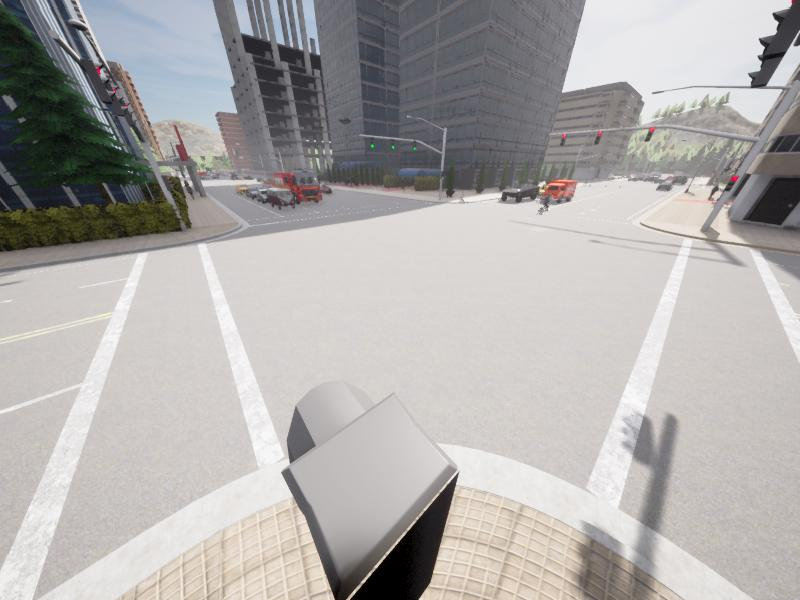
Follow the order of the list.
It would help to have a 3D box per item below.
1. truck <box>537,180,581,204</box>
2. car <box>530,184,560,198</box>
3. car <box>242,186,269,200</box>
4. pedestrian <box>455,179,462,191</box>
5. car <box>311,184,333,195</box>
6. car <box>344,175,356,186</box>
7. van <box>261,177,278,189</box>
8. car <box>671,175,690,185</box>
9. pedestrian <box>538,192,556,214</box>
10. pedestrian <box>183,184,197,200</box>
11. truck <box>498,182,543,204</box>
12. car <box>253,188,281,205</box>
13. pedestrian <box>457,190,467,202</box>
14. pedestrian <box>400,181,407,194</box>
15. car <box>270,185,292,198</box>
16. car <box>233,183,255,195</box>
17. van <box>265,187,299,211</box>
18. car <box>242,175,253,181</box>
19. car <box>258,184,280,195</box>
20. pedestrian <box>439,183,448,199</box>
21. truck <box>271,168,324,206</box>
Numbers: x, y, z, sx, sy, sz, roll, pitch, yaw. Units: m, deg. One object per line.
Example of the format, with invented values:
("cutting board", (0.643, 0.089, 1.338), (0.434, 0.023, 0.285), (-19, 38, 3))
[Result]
("truck", (20.639, -14.160, 30.062), (5.204, 2.467, 2.627), (-23, 37, -34))
("car", (22.172, -16.671, 35.301), (5.366, 1.575, 1.801), (-22, 37, -33))
("car", (-21.288, -15.726, 33.851), (2.033, 1.411, 5.357), (-23, 37, -34))
("pedestrian", (10.474, -20.640, 41.521), (0.751, 1.860, 0.751), (-5, 30, -9))
("car", (-13.535, -19.262, 40.000), (1.994, 1.385, 4.181), (-23, 37, -34))
("car", (-11.925, -28.857, 55.608), (2.390, 2.098, 6.274), (-5, 30, -9))
("van", (-28.388, -25.547, 50.269), (1.775, 1.987, 4.442), (-23, 37, -34))
("car", (73.879, -31.693, 60.861), (5.566, 2.045, 2.150), (-23, 37, -34))
("pedestrian", (14.317, -9.494, 22.541), (0.751, 1.860, 0.751), (-22, 37, -33))
("pedestrian", (-28.057, -14.505, 30.915), (0.751, 1.860, 0.751), (-23, 37, -34))
("truck", (16.129, -14.403, 30.853), (6.274, 2.098, 2.390), (-22, 37, -33))
("car", (-17.092, -13.309, 29.581), (1.970, 1.475, 3.806), (-23, 37, -34))
("pedestrian", (7.761, -12.975, 28.826), (0.751, 1.300, 0.751), (-25, 38, -36))
("pedestrian", (0.516, -18.171, 37.265), (0.751, 1.860, 0.751), (-24, 38, -36))
("car", (-18.233, -16.693, 35.389), (1.845, 1.501, 3.633), (-23, 37, -34))
("car", (-26.297, -18.722, 38.896), (1.882, 1.535, 5.008), (-23, 37, -34))
("van", (-13.002, -11.136, 25.307), (1.775, 1.987, 4.442), (-23, 37, -34))
("car", (-52.201, -41.841, 78.940), (1.882, 1.535, 5.008), (-24, 38, -35))
("car", (-22.751, -19.262, 40.000), (1.994, 1.385, 4.181), (-23, 37, -35))
("pedestrian", (5.898, -14.934, 31.659), (0.751, 1.860, 0.751), (23, 37, 34))
("truck", (-13.322, -14.808, 29.830), (2.891, 3.827, 8.468), (-23, 37, -34))
